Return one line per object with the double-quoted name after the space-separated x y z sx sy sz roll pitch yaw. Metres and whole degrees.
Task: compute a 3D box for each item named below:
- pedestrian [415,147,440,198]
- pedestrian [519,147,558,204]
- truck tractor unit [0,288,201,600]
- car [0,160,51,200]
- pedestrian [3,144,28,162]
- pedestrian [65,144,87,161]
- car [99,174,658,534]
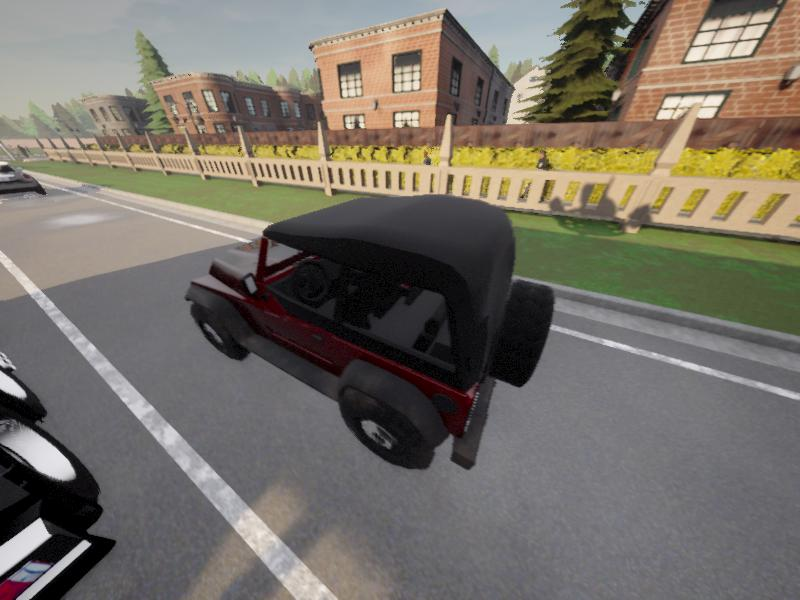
1.165 -5.530 10.058 0.751 1.860 0.751 18 39 24 "pedestrian"
5.373 -4.836 9.024 0.751 1.860 0.751 18 39 24 "pedestrian"
-5.152 -0.257 0.718 6.516 4.208 3.053 17 38 22 "truck tractor unit"
-20.640 -6.236 11.891 3.806 1.475 1.970 17 38 24 "car"
-50.527 -19.329 30.373 0.751 1.860 0.751 10 36 15 "pedestrian"
-42.146 -19.144 30.042 0.751 1.860 0.751 16 38 22 "pedestrian"
-0.598 -0.126 2.554 3.866 1.878 1.905 17 38 24 "car"
